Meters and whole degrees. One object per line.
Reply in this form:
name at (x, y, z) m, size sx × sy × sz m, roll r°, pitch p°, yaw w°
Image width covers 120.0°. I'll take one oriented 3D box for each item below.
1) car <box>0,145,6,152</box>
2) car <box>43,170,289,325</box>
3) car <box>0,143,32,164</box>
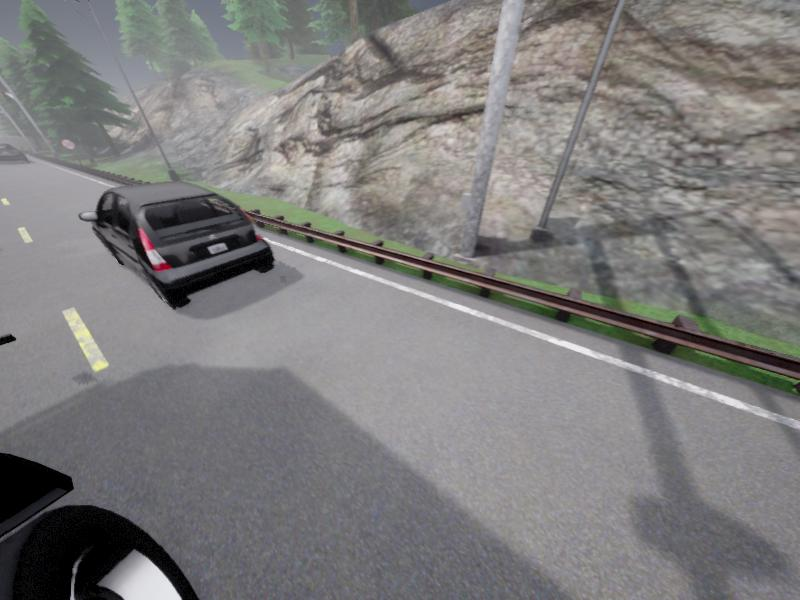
car at (-74.534, -27.878, 41.968) m, size 4.611 × 1.667 × 2.242 m, roll 21°, pitch 40°, yaw 27°
car at (-4.407, -1.371, 4.463) m, size 3.988 × 1.617 × 1.851 m, roll 21°, pitch 40°, yaw 27°
car at (-41.790, -15.543, 24.427) m, size 4.611 × 1.667 × 2.242 m, roll 21°, pitch 40°, yaw 27°
